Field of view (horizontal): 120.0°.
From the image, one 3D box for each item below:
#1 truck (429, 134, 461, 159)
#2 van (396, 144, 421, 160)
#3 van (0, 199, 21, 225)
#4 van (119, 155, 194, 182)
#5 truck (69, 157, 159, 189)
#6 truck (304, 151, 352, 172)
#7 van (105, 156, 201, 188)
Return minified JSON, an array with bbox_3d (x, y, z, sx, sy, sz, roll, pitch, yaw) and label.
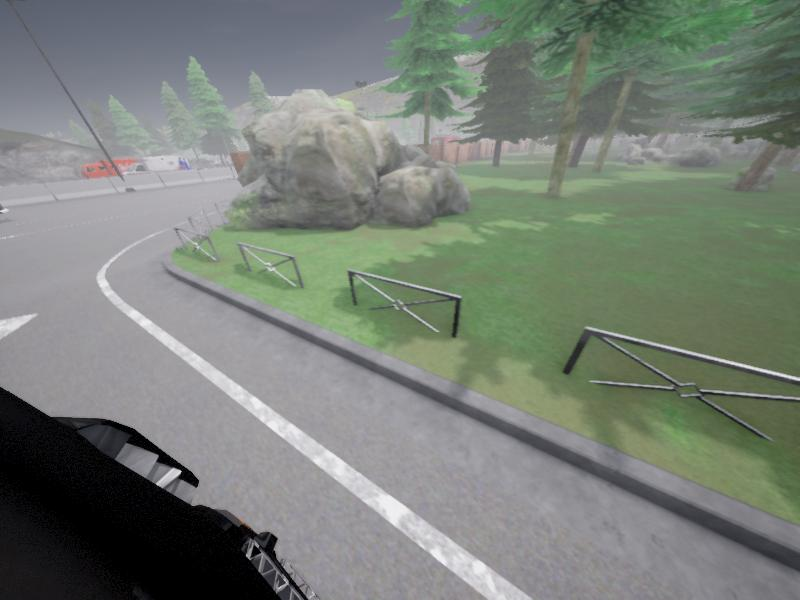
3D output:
[{"bbox_3d":[9.251,-31.277,46.954,2.891,3.827,8.468,18,39,28],"label":"truck"},{"bbox_3d":[1.900,-31.218,48.680,2.351,2.431,6.366,17,39,28],"label":"van"},{"bbox_3d":[-21.076,-3.899,9.886,2.069,2.038,4.480,16,38,25],"label":"van"},{"bbox_3d":[-31.471,-17.251,30.203,1.988,2.561,5.915,16,38,25],"label":"van"},{"bbox_3d":[-30.820,-13.930,25.237,2.627,2.467,5.204,16,38,25],"label":"truck"},{"bbox_3d":[-9.776,-19.408,32.186,2.390,2.098,6.274,16,38,25],"label":"truck"},{"bbox_3d":[-26.659,-14.198,25.370,2.351,2.431,6.366,16,38,25],"label":"van"}]
